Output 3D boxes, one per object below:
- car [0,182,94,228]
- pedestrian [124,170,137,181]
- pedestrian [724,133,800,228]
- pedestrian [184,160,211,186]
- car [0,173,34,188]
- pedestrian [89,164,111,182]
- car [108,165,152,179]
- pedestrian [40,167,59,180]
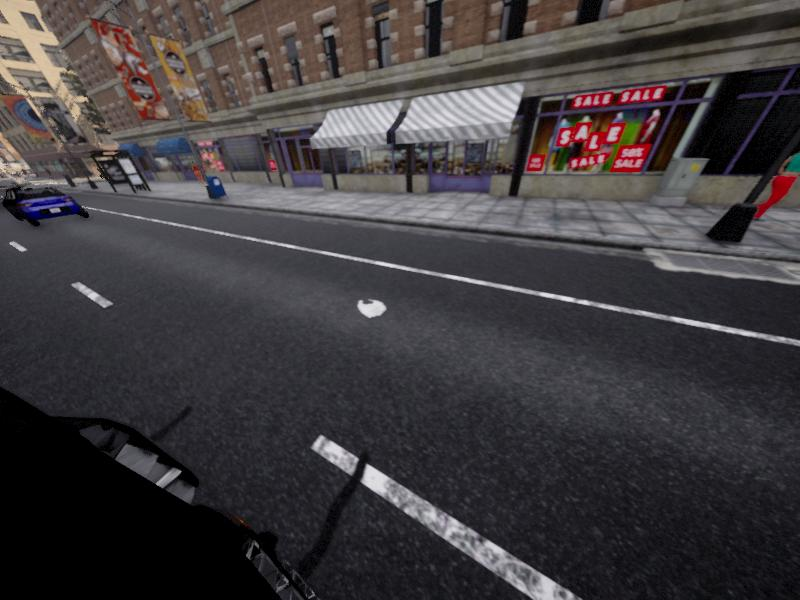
[{"bbox_3d":[-17.064,-4.603,10.948,4.193,1.474,1.816,14,37,24],"label":"car"},{"bbox_3d":[-32.560,-14.988,27.870,0.500,1.100,0.500,17,38,27],"label":"pedestrian"},{"bbox_3d":[9.006,-2.764,5.398,0.751,1.860,0.751,14,37,24],"label":"pedestrian"},{"bbox_3d":[-16.825,-10.540,19.206,0.751,1.860,0.751,12,36,21],"label":"pedestrian"},{"bbox_3d":[-52.679,-15.836,30.709,3.633,1.501,1.845,-14,36,-16],"label":"car"},{"bbox_3d":[-37.717,-15.962,29.067,0.751,1.860,0.751,15,38,25],"label":"pedestrian"},{"bbox_3d":[-41.484,-19.688,35.586,1.789,1.549,3.705,12,37,21],"label":"car"},{"bbox_3d":[-60.037,-21.722,39.553,0.751,1.860,0.751,4,34,10],"label":"pedestrian"}]
